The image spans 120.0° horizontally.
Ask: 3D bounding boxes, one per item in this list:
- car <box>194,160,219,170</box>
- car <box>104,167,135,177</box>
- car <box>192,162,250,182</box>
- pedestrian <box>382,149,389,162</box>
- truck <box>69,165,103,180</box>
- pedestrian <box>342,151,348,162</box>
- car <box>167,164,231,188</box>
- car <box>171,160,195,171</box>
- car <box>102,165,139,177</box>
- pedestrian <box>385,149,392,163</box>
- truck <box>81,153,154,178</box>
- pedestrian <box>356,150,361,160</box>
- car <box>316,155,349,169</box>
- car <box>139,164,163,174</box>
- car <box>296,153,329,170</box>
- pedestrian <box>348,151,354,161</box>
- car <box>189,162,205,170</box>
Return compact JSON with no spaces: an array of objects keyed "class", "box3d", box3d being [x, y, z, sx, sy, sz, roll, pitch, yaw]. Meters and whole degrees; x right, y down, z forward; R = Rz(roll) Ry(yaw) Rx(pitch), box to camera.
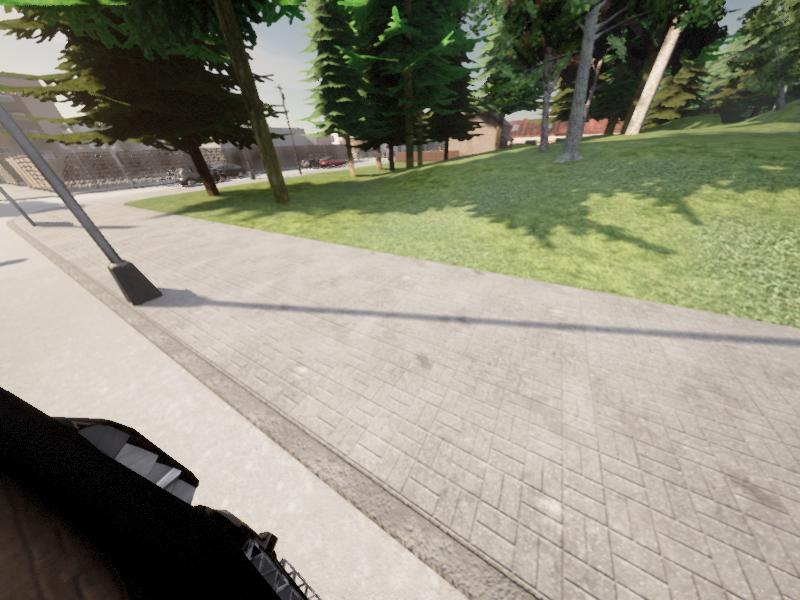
[{"class":"car","box3d":[-43.323,-30.236,51.611,4.611,1.667,2.242,16,38,26]},{"class":"car","box3d":[-50.983,-23.302,42.004,5.357,1.415,2.033,16,38,26]},{"class":"car","box3d":[-20.680,-15.018,27.025,1.837,1.490,4.892,15,38,25]},{"class":"pedestrian","box3d":[-2.602,-25.587,40.922,0.751,1.860,0.751,27,44,37]},{"class":"truck","box3d":[-53.108,-21.629,39.089,4.478,2.038,2.069,16,38,26]},{"class":"pedestrian","box3d":[-11.352,-29.561,47.636,0.751,1.860,0.751,8,35,17]},{"class":"car","box3d":[-19.278,-12.077,22.367,1.851,1.617,3.988,16,38,27]},{"class":"car","box3d":[-45.680,-28.248,48.613,3.866,1.878,1.905,16,38,26]},{"class":"car","box3d":[-50.735,-23.436,42.056,1.789,1.547,3.705,16,38,26]},{"class":"pedestrian","box3d":[-1.873,-23.985,38.443,0.751,1.860,0.751,20,40,31]},{"class":"truck","box3d":[-58.499,-28.168,48.299,2.891,3.827,8.468,16,38,26]},{"class":"pedestrian","box3d":[-9.452,-32.948,52.593,0.751,1.860,0.751,-8,34,-7]},{"class":"car","box3d":[-10.091,-20.907,35.014,2.007,1.525,4.514,14,37,24]},{"class":"car","box3d":[-49.019,-25.783,45.475,3.633,1.501,1.845,16,38,26]},{"class":"car","box3d":[-13.785,-22.080,36.769,1.932,1.855,4.605,14,37,24]},{"class":"pedestrian","box3d":[-11.163,-32.981,52.786,0.751,1.860,0.751,15,37,25]},{"class":"car","box3d":[-43.847,-28.942,49.888,2.207,1.379,1.481,16,38,26]}]
